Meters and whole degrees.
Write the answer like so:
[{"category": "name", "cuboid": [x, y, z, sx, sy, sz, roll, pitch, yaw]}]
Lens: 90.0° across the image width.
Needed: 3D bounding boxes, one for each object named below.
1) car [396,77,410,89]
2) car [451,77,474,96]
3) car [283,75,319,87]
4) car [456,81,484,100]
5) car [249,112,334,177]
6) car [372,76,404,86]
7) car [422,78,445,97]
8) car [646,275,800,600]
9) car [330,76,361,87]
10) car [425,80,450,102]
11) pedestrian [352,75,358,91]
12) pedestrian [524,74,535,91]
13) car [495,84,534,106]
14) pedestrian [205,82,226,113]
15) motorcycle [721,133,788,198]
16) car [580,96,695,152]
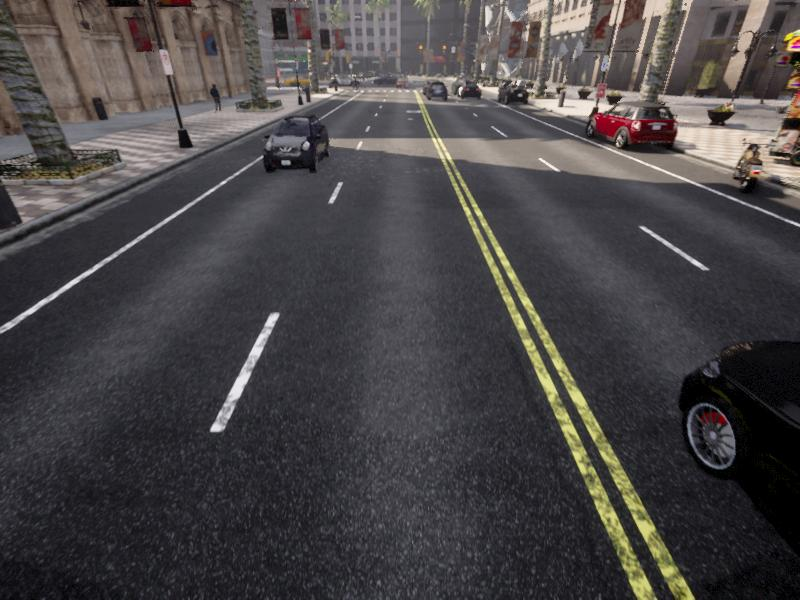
[{"category": "car", "cuboid": [0.457, -32.878, 60.533, 2.163, 1.488, 4.792, 0, 30, 0]}, {"category": "car", "cuboid": [7.305, -25.244, 47.217, 2.097, 1.767, 4.553, 0, 30, 1]}, {"category": "car", "cuboid": [-16.338, -36.116, 65.950, 5.366, 1.575, 1.801, 0, 30, 0]}, {"category": "car", "cuboid": [7.244, -21.957, 41.876, 2.038, 1.542, 4.974, 0, 30, 0]}, {"category": "car", "cuboid": [-3.510, -5.432, 13.715, 1.845, 1.501, 3.633, 0, 30, 0]}, {"category": "car", "cuboid": [-2.023, -38.060, 69.449, 5.357, 1.411, 2.033, -20, 36, -30]}, {"category": "car", "cuboid": [3.795, -24.611, 46.259, 2.242, 1.667, 4.611, 0, 30, 0]}, {"category": "car", "cuboid": [3.495, 1.593, 1.829, 1.812, 1.442, 4.674, 0, 31, 0]}, {"category": "car", "cuboid": [-8.925, -36.273, 66.269, 4.974, 1.542, 2.038, -2, 30, -4]}, {"category": "car", "cuboid": [3.726, -21.133, 40.376, 2.033, 1.649, 4.856, 0, 30, 0]}, {"category": "pedestrian", "cuboid": [-6.007, -28.990, 53.484, 0.751, 1.860, 0.751, -1, 30, -1]}, {"category": "pedestrian", "cuboid": [16.415, -27.454, 50.569, 0.751, 1.860, 0.751, -9, 32, -15]}, {"category": "car", "cuboid": [10.371, -18.811, 36.568, 2.163, 1.488, 4.792, 0, 30, 0]}, {"category": "pedestrian", "cuboid": [-12.701, -13.984, 27.612, 0.751, 1.860, 0.751, 0, 30, 0]}, {"category": "motorcycle", "cuboid": [9.934, -3.862, 11.349, 0.764, 1.277, 2.356, 16, 34, 26]}, {"category": "car", "cuboid": [10.080, -7.830, 17.549, 2.185, 1.767, 4.553, 0, 30, 0]}]
